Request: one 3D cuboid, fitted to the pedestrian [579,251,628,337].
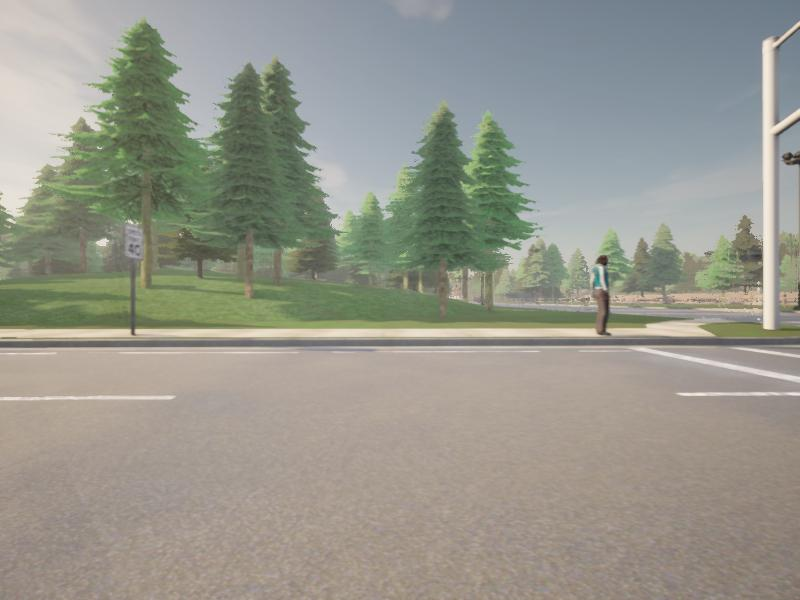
[{"bbox_3d":[4.595,-0.133,9.059,0.751,1.860,0.751,0,0,4],"label":"pedestrian"}]

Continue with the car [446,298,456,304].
[{"bbox_3d":[14.580,0.152,114.226,2.033,1.649,4.856,0,0,-1],"label":"car"}]
